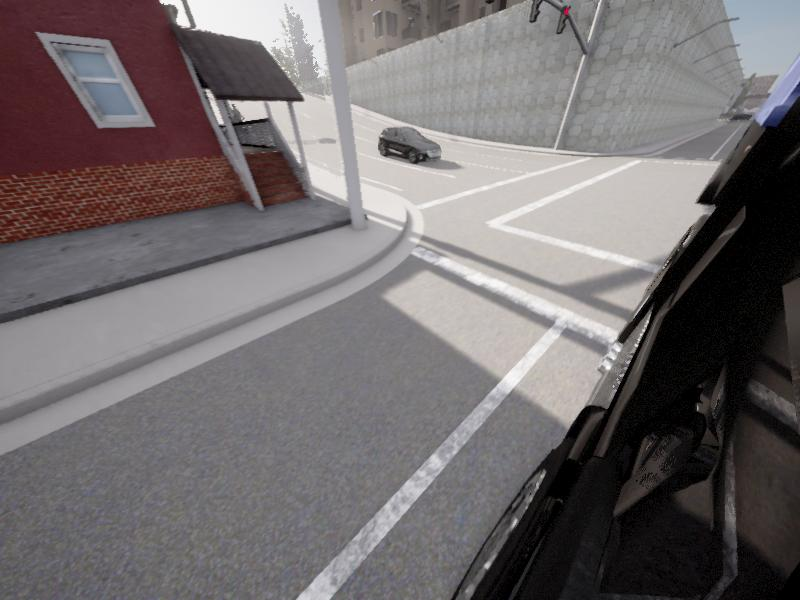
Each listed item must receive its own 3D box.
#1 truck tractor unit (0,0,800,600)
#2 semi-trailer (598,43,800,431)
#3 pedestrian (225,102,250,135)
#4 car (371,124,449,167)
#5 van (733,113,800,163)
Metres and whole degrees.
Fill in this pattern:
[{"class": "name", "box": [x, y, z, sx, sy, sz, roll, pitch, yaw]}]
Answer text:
[{"class": "truck tractor unit", "box": [2.645, -0.295, 0.351, 6.516, 4.208, 3.053, -28, 44, -30]}, {"class": "semi-trailer", "box": [8.700, -3.599, 4.234, 14.254, 4.402, 2.717, -28, 44, -30]}, {"class": "pedestrian", "box": [-12.073, -13.474, 17.186, 0.751, 1.860, 0.751, -29, 45, -31]}, {"class": "car", "box": [0.455, -9.890, 14.627, 2.033, 1.649, 4.856, -28, 49, -30]}, {"class": "van", "box": [20.805, -9.073, 12.836, 4.442, 1.987, 1.775, -28, 44, -30]}]
